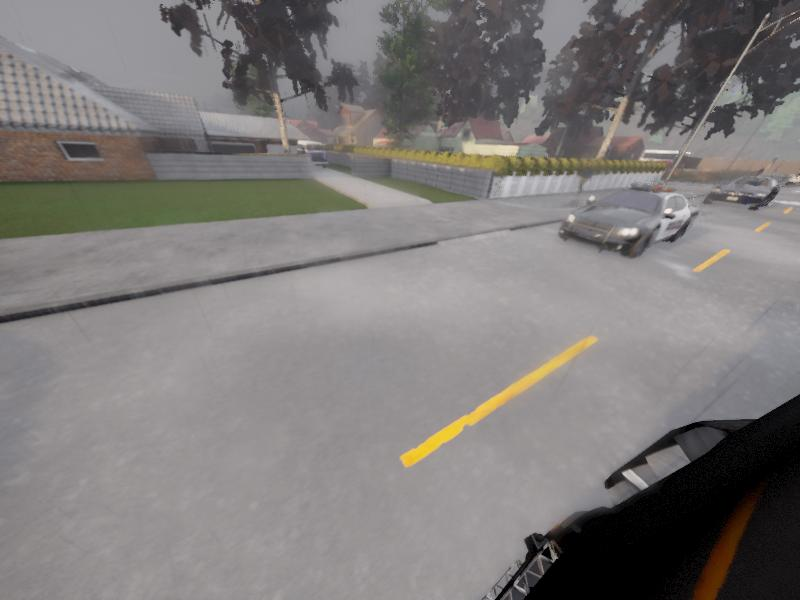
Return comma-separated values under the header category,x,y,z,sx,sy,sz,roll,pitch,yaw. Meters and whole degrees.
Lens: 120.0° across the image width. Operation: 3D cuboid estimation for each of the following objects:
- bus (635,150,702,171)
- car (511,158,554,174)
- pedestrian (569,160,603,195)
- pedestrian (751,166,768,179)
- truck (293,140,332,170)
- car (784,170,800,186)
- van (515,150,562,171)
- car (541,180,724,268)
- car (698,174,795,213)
category,x,y,z,sx,sy,sz,roll,pitch,yaw
bus,71.912,-37.734,62.374,3.944,4.253,10.273,-16,38,-26
car,14.971,-15.149,26.162,4.181,1.381,1.994,-16,38,-26
pedestrian,11.471,-7.562,14.289,0.751,1.860,0.751,-16,38,-26
pedestrian,62.676,-22.191,40.238,0.751,1.860,0.751,-17,38,-27
truck,-8.077,-13.322,21.153,2.069,2.038,4.478,-16,38,-26
car,55.364,-16.687,31.615,4.605,1.855,1.932,-16,38,-26
van,22.205,-22.653,37.427,1.988,2.561,5.915,-16,38,-26
car,6.966,-2.553,6.936,4.974,1.542,2.038,-17,38,-26
car,21.082,-6.622,14.067,5.027,1.651,2.152,-16,38,-26
